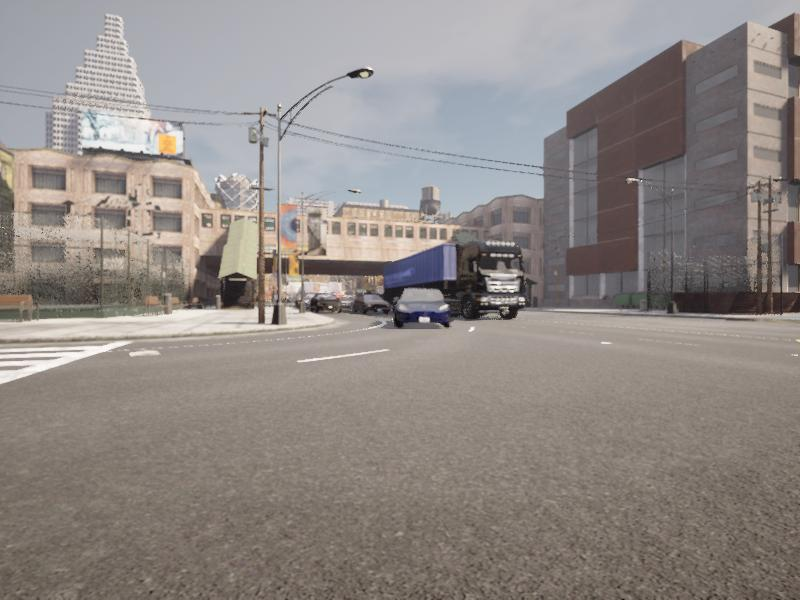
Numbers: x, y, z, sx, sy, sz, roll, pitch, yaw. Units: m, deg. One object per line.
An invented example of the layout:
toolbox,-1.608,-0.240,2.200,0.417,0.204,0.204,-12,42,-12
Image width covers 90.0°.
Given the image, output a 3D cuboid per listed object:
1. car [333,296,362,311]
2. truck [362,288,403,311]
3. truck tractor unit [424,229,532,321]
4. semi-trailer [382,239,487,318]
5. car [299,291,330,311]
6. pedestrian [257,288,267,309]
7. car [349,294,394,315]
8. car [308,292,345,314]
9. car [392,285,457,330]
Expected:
car,-4.979,0.335,37.448,1.895,1.301,4.718,0,0,-18
truck,-1.815,-0.066,39.092,2.390,2.098,6.274,0,0,-18
truck tractor unit,3.929,-1.126,21.871,3.053,4.208,6.516,0,0,-17
semi-trailer,1.680,-1.224,29.459,2.717,4.402,14.254,0,0,-16
car,-7.835,0.088,36.402,2.185,1.767,4.553,0,0,-19
pedestrian,-11.893,-0.126,34.443,0.751,1.860,0.751,0,0,-11
car,-2.201,0.288,29.069,2.033,1.411,5.357,0,0,-18
car,-5.680,0.215,30.347,2.097,1.535,5.008,0,0,-19
car,0.829,0.248,15.630,2.163,1.488,4.792,0,0,0
